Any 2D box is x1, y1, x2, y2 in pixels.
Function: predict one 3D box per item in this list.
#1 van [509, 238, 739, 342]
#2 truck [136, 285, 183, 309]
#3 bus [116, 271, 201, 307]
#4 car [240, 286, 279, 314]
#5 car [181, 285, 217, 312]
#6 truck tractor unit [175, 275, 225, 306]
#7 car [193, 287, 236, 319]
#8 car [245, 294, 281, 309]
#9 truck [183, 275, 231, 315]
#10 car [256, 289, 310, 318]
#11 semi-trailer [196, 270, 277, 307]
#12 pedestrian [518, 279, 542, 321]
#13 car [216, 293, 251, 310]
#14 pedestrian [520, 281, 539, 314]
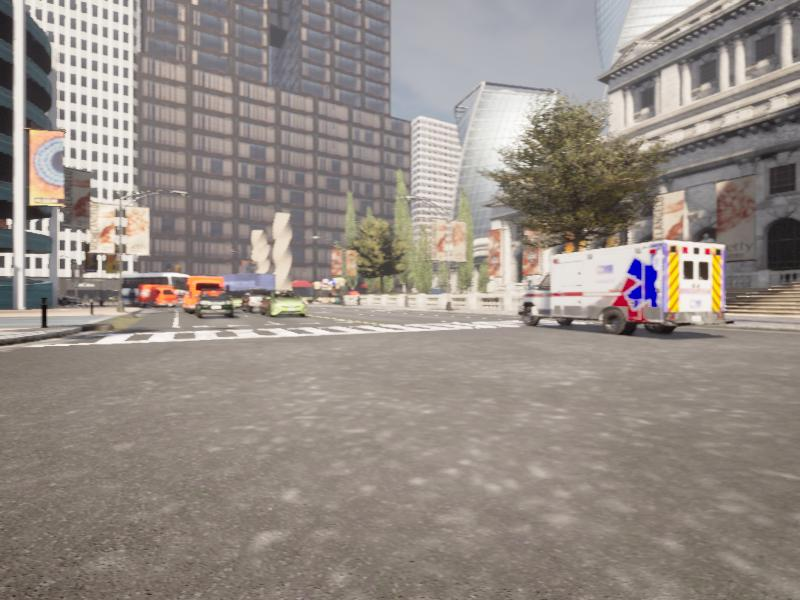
[{"bbox_3d":[6.414,-0.239,12.766,2.351,2.431,6.366,0,0,-21],"label":"van"},{"bbox_3d":[-26.751,-0.395,44.427,5.204,2.467,2.627,3,2,35],"label":"truck"},{"bbox_3d":[-30.892,-1.275,51.081,10.273,4.253,3.944,0,0,22],"label":"bus"},{"bbox_3d":[-10.312,-0.019,29.142,1.932,1.855,4.605,0,0,-30],"label":"car"},{"bbox_3d":[-16.835,-0.124,33.385,2.150,2.045,5.566,0,1,-33],"label":"car"},{"bbox_3d":[-28.732,-1.270,57.463,6.516,4.208,3.053,0,0,24],"label":"truck tractor unit"},{"bbox_3d":[-9.919,0.159,21.257,1.789,1.549,3.705,0,0,-29],"label":"car"},{"bbox_3d":[-14.572,0.149,42.368,2.163,1.488,4.792,0,0,-38],"label":"car"},{"bbox_3d":[-13.203,-0.315,27.128,2.627,2.467,5.204,0,0,-30],"label":"truck"},{"bbox_3d":[-6.766,0.174,22.809,2.007,1.525,4.514,0,0,-29],"label":"car"},{"bbox_3d":[-22.077,-1.358,53.224,14.254,4.402,2.717,0,0,35],"label":"semi-trailer"},{"bbox_3d":[5.910,0.009,18.193,0.751,1.860,0.751,0,0,-30],"label":"pedestrian"},{"bbox_3d":[-16.103,0.132,38.544,2.007,1.525,4.514,0,0,-37],"label":"car"},{"bbox_3d":[7.378,-0.150,22.822,0.751,1.860,0.751,0,0,-26],"label":"pedestrian"}]
